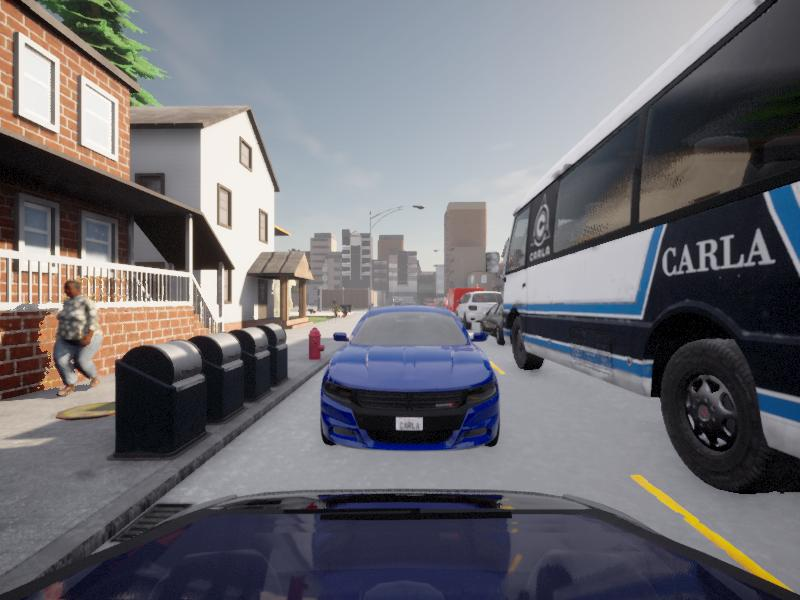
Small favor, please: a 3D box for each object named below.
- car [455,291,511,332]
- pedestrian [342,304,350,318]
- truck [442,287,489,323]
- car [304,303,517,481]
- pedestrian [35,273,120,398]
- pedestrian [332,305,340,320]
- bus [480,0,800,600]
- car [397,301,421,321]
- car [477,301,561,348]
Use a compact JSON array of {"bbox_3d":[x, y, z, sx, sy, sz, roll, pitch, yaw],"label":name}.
[{"bbox_3d":[4.537,0.568,22.777,2.150,2.045,5.566,0,0,1],"label":"car"},{"bbox_3d":[-4.352,0.905,32.365,0.500,1.100,0.500,0,0,7],"label":"pedestrian"},{"bbox_3d":[4.794,0.357,30.240,2.627,2.467,5.204,0,0,0],"label":"truck"},{"bbox_3d":[0.148,0.823,6.037,1.882,1.535,5.008,0,0,1],"label":"car"},{"bbox_3d":[-5.090,0.533,6.360,0.751,1.860,0.751,0,0,1],"label":"pedestrian"},{"bbox_3d":[-4.597,0.913,28.828,0.500,1.100,0.500,0,0,0],"label":"pedestrian"},{"bbox_3d":[4.015,-0.541,5.598,3.944,4.253,10.273,0,-1,1],"label":"bus"},{"bbox_3d":[0.739,0.845,32.984,1.837,1.490,4.892,0,0,1],"label":"car"},{"bbox_3d":[4.358,0.828,15.497,2.007,1.525,4.514,0,0,1],"label":"car"}]
